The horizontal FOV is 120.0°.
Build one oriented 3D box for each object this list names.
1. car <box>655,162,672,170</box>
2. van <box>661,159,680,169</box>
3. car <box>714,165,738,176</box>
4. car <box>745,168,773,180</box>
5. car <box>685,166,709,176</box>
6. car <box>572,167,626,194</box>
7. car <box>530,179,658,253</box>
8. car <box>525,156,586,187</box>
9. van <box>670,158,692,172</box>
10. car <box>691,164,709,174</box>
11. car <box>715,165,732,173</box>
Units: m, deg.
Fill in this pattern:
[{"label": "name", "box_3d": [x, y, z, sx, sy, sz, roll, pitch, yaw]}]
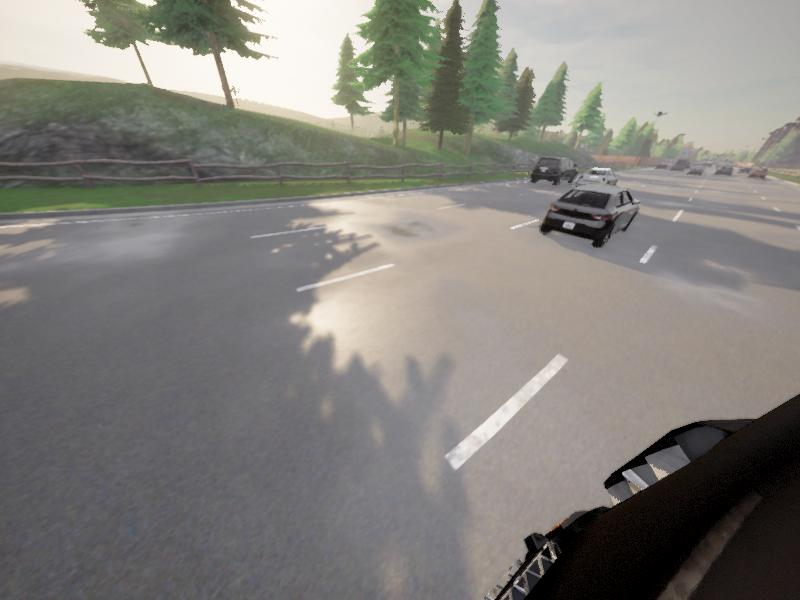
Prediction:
[{"label": "car", "box_3d": [69.334, -35.352, 60.778, 5.238, 1.638, 1.930, -24, 41, -34]}, {"label": "van", "box_3d": [80.893, -40.735, 68.990, 6.366, 2.431, 2.351, -24, 41, -34]}, {"label": "car", "box_3d": [67.151, -26.788, 47.697, 4.611, 1.667, 2.242, -24, 41, -34]}, {"label": "car", "box_3d": [60.404, -21.326, 38.919, 3.633, 1.501, 1.845, -24, 41, -34]}, {"label": "car", "box_3d": [53.923, -23.470, 41.909, 5.357, 1.411, 2.033, -24, 41, -34]}, {"label": "car", "box_3d": [15.295, -9.289, 17.772, 3.806, 1.475, 1.970, -23, 41, -34]}, {"label": "car", "box_3d": [6.405, -2.965, 7.575, 4.193, 1.474, 1.816, -23, 41, -33]}, {"label": "car", "box_3d": [13.675, -11.332, 20.261, 5.566, 2.045, 2.150, -24, 41, -33]}, {"label": "van", "box_3d": [66.217, -31.849, 54.387, 5.915, 2.561, 1.988, -24, 41, -34]}, {"label": "car", "box_3d": [63.503, -27.726, 48.860, 3.633, 1.501, 1.845, -24, 41, -34]}, {"label": "car", "box_3d": [82.979, -33.674, 59.283, 4.902, 1.511, 2.128, -24, 41, -34]}]
